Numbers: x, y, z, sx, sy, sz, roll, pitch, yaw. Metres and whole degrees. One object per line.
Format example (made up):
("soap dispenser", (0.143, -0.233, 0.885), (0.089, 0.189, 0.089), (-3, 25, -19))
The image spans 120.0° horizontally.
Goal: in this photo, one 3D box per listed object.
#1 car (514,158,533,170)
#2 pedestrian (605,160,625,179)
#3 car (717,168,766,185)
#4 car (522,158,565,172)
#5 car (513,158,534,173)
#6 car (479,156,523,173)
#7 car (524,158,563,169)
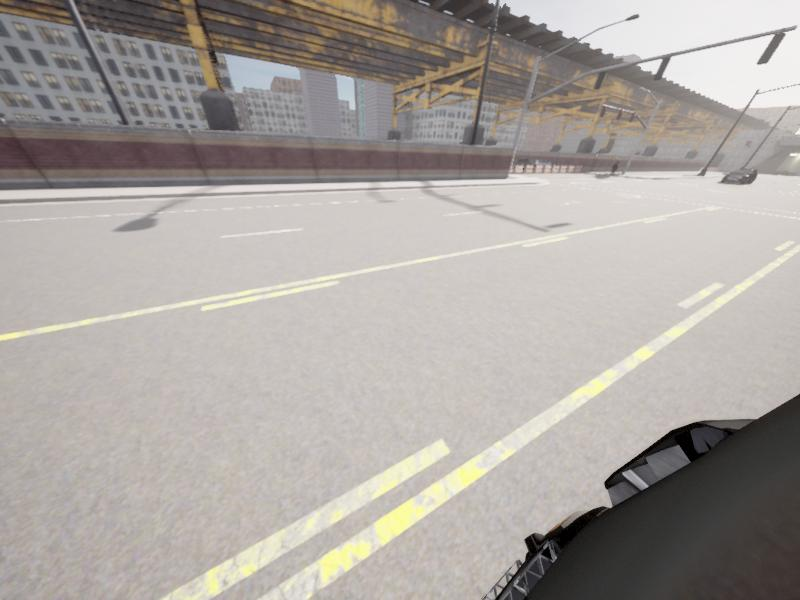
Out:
("car", (17.244, -19.022, 32.156), (1.853, 1.218, 4.536), (17, 36, 21))
("pedestrian", (25.393, -15.430, 27.289), (0.751, 1.860, 0.751), (-11, 36, -20))
("car", (42.031, -15.251, 28.418), (4.856, 1.649, 2.033), (-14, 37, -24))
("car", (21.623, -20.470, 34.929), (4.974, 1.542, 2.038), (3, 33, 0))
("car", (17.215, -18.866, 32.204), (2.038, 1.542, 4.974), (17, 36, 21))
("car", (13.126, -17.825, 30.352), (4.974, 1.542, 2.038), (11, 34, 12))
("car", (21.577, -20.603, 34.842), (4.536, 1.218, 1.853), (3, 33, 0))
